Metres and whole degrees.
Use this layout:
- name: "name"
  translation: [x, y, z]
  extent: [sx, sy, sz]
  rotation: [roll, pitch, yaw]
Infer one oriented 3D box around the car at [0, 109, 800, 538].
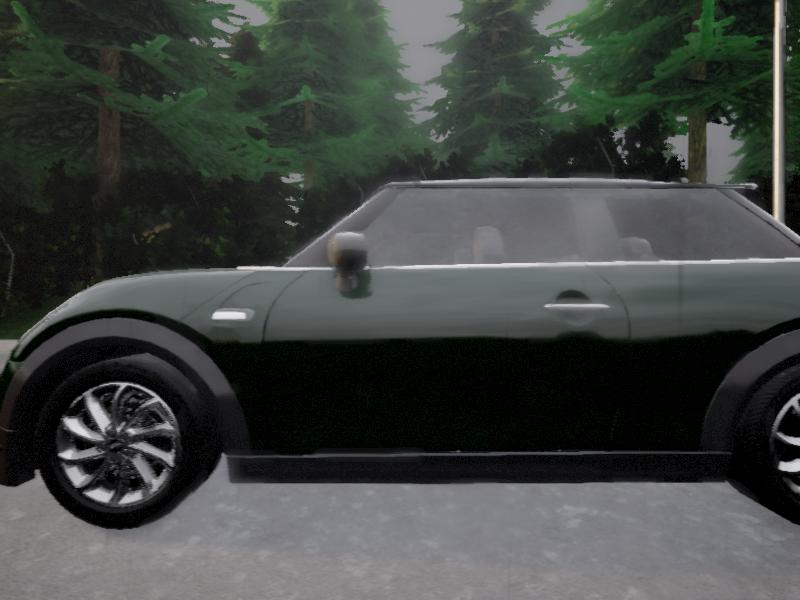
- name: "car"
  translation: [0.217, 0.094, 2.704]
  extent: [4.553, 1.767, 2.097]
  rotation: [0, 0, 0]
